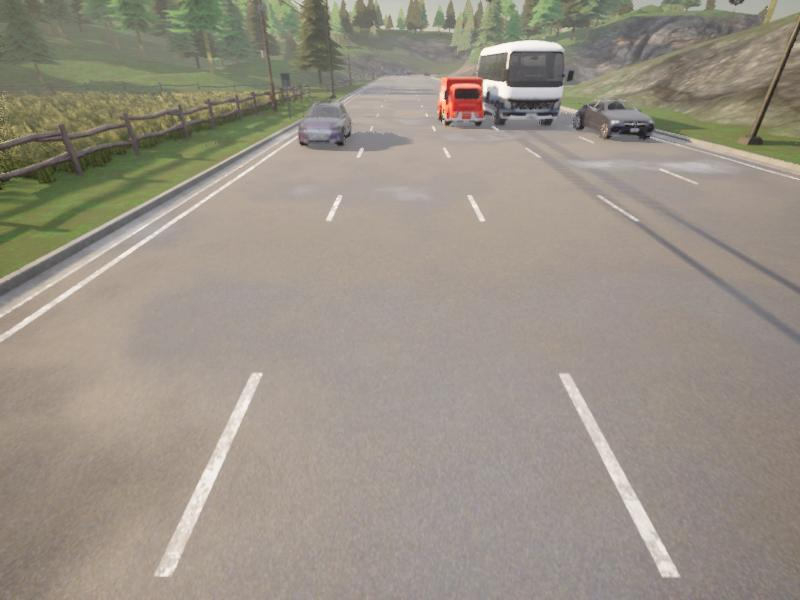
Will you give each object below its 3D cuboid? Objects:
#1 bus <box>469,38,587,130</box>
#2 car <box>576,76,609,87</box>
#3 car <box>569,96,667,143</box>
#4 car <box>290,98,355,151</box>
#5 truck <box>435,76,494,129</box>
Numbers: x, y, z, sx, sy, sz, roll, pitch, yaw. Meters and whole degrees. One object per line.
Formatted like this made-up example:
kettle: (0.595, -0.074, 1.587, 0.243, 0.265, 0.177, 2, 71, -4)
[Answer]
bus: (7.283, -13.716, 25.270, 3.944, 4.253, 10.273, 0, 30, 0)
car: (33.969, -38.642, 70.715, 4.902, 1.511, 2.128, -11, 32, -18)
car: (10.663, -9.215, 20.173, 2.152, 1.651, 5.027, 0, 30, 0)
car: (-3.353, -8.177, 18.387, 2.033, 1.649, 4.856, 0, 30, 0)
truck: (3.660, -11.908, 23.930, 2.627, 2.467, 5.204, 0, 31, 0)
